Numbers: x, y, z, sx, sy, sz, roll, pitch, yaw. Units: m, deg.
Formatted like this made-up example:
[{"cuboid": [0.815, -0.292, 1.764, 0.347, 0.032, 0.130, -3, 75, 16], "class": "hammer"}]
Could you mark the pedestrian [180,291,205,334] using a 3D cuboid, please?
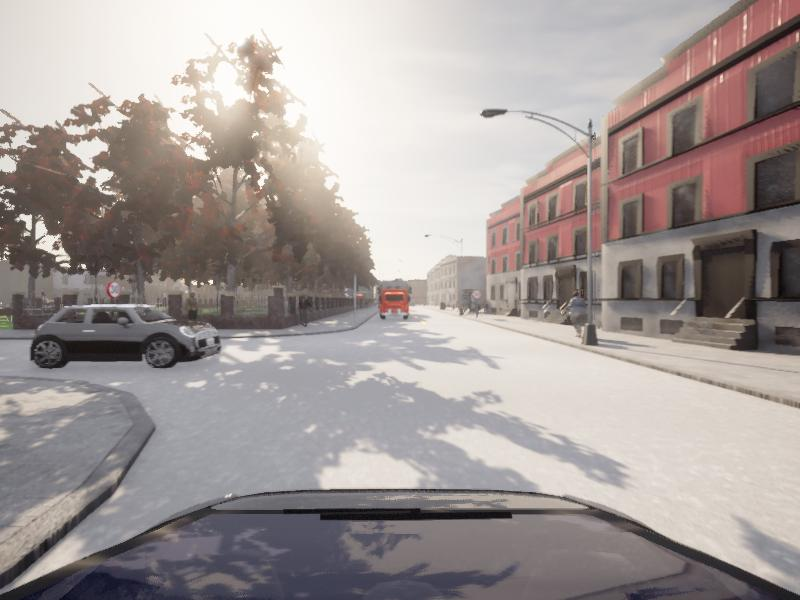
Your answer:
[{"cuboid": [-9.251, 0.529, 17.826, 0.751, 1.860, 0.751, 0, 0, 41], "class": "pedestrian"}]

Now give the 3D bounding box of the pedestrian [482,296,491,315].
[{"cuboid": [8.660, 0.518, 40.045, 0.751, 1.860, 0.751, 0, 0, -4], "class": "pedestrian"}]

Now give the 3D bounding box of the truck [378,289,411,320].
[{"cuboid": [-0.483, 0.345, 33.844, 2.627, 2.467, 5.204, 0, 0, -1], "class": "truck"}]

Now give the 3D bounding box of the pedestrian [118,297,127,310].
[{"cuboid": [-40.695, 0.519, 58.636, 0.751, 1.860, 0.751, 0, 0, -1], "class": "pedestrian"}]

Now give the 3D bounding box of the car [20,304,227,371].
[{"cuboid": [-6.666, 0.851, 10.032, 3.806, 1.475, 1.970, 0, 0, -2], "class": "car"}]

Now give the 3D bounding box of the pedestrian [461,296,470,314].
[{"cuboid": [6.870, 0.517, 41.857, 0.751, 1.860, 0.751, 0, 0, -5], "class": "pedestrian"}]

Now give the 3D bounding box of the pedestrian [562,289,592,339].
[{"cuboid": [6.850, 0.526, 15.472, 0.751, 1.860, 0.751, 0, 0, -13], "class": "pedestrian"}]

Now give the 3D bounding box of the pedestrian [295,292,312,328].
[{"cuboid": [-5.123, 0.527, 21.309, 0.751, 1.860, 0.751, 0, 0, -2], "class": "pedestrian"}]

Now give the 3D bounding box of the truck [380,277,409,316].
[{"cuboid": [-0.578, -0.336, 43.004, 2.891, 3.827, 8.468, 0, 0, -1], "class": "truck"}]
